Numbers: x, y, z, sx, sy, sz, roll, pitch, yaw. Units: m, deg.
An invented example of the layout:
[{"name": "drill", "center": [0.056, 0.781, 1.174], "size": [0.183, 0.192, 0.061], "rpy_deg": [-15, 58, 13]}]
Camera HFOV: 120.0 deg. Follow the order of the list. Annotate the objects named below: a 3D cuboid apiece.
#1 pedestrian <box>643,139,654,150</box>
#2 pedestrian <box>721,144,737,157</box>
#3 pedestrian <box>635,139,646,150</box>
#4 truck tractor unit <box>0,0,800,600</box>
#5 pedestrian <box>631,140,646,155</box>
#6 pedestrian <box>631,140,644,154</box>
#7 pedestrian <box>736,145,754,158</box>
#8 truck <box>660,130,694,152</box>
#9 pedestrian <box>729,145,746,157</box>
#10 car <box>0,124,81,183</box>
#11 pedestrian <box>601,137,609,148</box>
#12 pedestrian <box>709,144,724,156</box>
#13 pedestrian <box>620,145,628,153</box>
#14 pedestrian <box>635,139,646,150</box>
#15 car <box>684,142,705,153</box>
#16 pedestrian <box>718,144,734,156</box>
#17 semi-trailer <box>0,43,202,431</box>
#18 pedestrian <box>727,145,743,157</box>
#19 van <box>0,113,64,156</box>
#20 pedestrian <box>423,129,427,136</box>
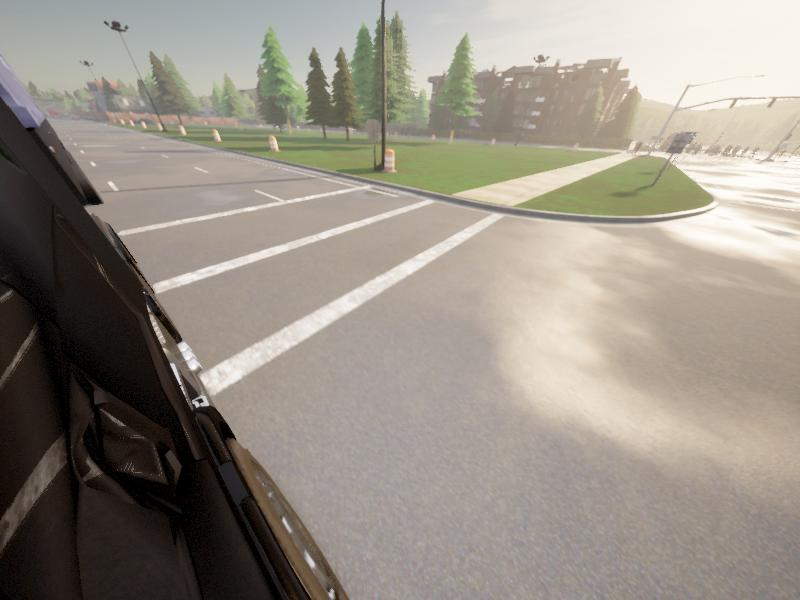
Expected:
[{"name": "pedestrian", "center": [51.721, -32.235, 48.016], "size": [0.751, 1.860, 0.751], "rpy_deg": [26, 43, 28]}, {"name": "pedestrian", "center": [61.314, -27.899, 43.080], "size": [0.751, 1.860, 0.751], "rpy_deg": [28, 43, 30]}, {"name": "pedestrian", "center": [48.700, -31.461, 46.815], "size": [0.751, 1.860, 0.751], "rpy_deg": [31, 45, 33]}, {"name": "truck tractor unit", "center": [-2.645, -0.295, 0.351], "size": [6.516, 4.208, 3.053], "rpy_deg": [28, 44, 30]}, {"name": "pedestrian", "center": [37.806, -24.126, 36.603], "size": [0.751, 1.860, 0.751], "rpy_deg": [-24, 44, -31]}, {"name": "pedestrian", "center": [40.644, -26.225, 39.583], "size": [0.751, 1.860, 0.751], "rpy_deg": [26, 43, 28]}, {"name": "pedestrian", "center": [62.734, -27.020, 42.000], "size": [0.751, 1.860, 0.751], "rpy_deg": [22, 41, 24]}, {"name": "truck", "center": [64.169, -36.925, 53.716], "size": [2.891, 3.827, 8.468], "rpy_deg": [28, 44, 30]}, {"name": "pedestrian", "center": [61.941, -27.344, 42.376], "size": [0.751, 1.860, 0.751], "rpy_deg": [23, 41, 25]}, {"name": "car", "center": [-16.081, -6.389, 9.849], "size": [5.027, 1.651, 2.152], "rpy_deg": [28, 44, 30]}, {"name": "pedestrian", "center": [46.174, -35.490, 52.044], "size": [0.751, 1.860, 0.751], "rpy_deg": [26, 43, 28]}, {"name": "pedestrian", "center": [60.208, -28.601, 43.950], "size": [0.751, 1.860, 0.751], "rpy_deg": [30, 45, 31]}, {"name": "pedestrian", "center": [38.295, -25.820, 39.531], "size": [0.500, 1.100, 0.500], "rpy_deg": [30, 44, 31]}, {"name": "pedestrian", "center": [49.470, -31.993, 47.573], "size": [0.751, 1.860, 0.751], "rpy_deg": [28, 43, 30]}, {"name": "car", "center": [66.608, -34.572, 52.352], "size": [1.905, 1.878, 3.866], "rpy_deg": [28, 44, 30]}, {"name": "pedestrian", "center": [60.622, -27.846, 42.967], "size": [0.751, 1.860, 0.751], "rpy_deg": [22, 41, 24]}, {"name": "semi-trailer", "center": [-8.699, -3.599, 4.234], "size": [14.254, 4.402, 2.717], "rpy_deg": [28, 44, 30]}, {"name": "pedestrian", "center": [62.627, -27.958, 43.238], "size": [0.751, 1.860, 0.751], "rpy_deg": [26, 43, 28]}, {"name": "van", "center": [-23.730, -10.615, 14.724], "size": [4.442, 1.987, 1.775], "rpy_deg": [28, 44, 30]}, {"name": "pedestrian", "center": [8.283, -56.340, 77.593], "size": [0.751, 1.860, 0.751], "rpy_deg": [28, 44, 30]}]
